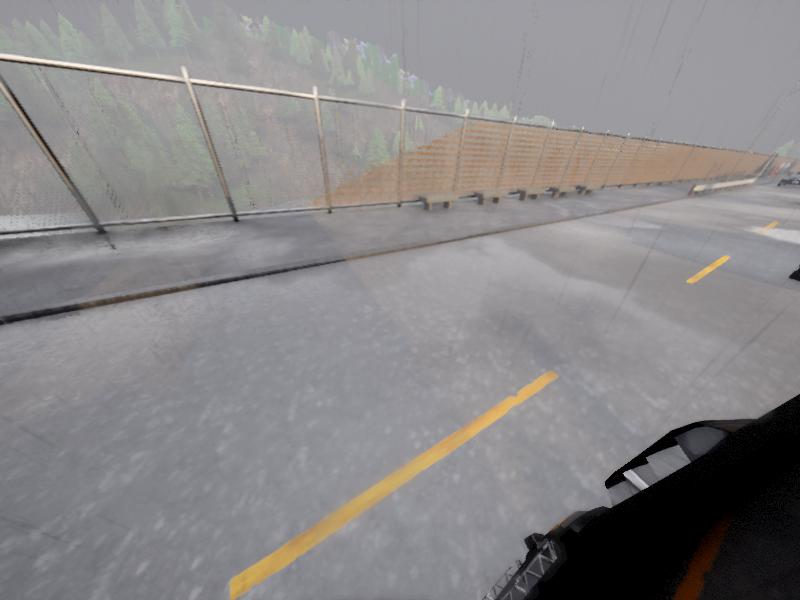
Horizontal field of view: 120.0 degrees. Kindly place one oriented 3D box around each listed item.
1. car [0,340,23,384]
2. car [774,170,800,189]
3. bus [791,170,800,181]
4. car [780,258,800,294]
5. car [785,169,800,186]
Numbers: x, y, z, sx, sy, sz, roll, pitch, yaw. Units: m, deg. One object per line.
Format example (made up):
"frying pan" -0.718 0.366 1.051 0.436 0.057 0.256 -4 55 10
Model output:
"car" -5.541 1.117 0.612 4.181 1.385 1.994 -16 38 -26
"car" 44.720 -13.484 25.734 5.027 1.651 2.152 -15 38 -25
"bus" 67.552 -21.083 36.320 10.273 4.253 3.944 -16 38 -26
"car" 10.601 -1.040 4.820 5.008 1.535 1.882 -16 38 -26
"car" 51.051 -15.321 28.918 4.856 1.649 2.033 -16 38 -26
